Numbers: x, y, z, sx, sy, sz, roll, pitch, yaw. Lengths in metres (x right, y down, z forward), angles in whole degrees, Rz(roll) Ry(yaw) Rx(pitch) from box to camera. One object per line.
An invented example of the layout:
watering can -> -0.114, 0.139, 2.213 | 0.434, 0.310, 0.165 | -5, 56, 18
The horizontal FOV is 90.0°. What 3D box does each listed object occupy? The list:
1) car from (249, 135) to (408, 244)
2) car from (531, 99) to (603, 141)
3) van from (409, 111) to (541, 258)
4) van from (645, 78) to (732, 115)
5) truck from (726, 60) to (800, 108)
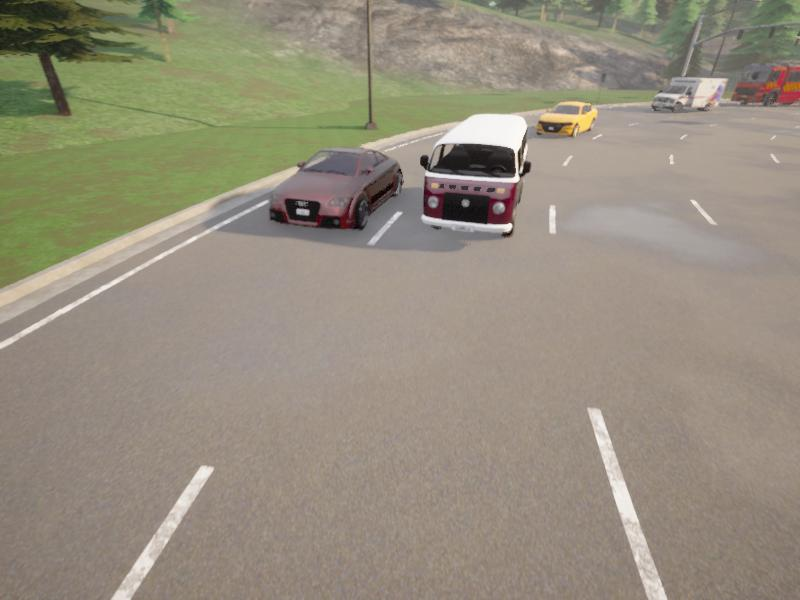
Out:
car -> -1.358, -2.862, 9.548 | 1.994, 1.385, 4.181 | 9, 31, 15
car -> 8.918, -9.627, 21.162 | 1.882, 1.535, 5.008 | 21, 36, 32
van -> 1.861, -2.891, 8.986 | 2.069, 2.038, 4.480 | 9, 32, 16
van -> 23.562, -16.733, 32.729 | 6.366, 2.431, 2.351 | -14, 34, -24
truck -> 37.007, -20.795, 38.557 | 8.468, 3.827, 2.891 | -6, 31, -11
